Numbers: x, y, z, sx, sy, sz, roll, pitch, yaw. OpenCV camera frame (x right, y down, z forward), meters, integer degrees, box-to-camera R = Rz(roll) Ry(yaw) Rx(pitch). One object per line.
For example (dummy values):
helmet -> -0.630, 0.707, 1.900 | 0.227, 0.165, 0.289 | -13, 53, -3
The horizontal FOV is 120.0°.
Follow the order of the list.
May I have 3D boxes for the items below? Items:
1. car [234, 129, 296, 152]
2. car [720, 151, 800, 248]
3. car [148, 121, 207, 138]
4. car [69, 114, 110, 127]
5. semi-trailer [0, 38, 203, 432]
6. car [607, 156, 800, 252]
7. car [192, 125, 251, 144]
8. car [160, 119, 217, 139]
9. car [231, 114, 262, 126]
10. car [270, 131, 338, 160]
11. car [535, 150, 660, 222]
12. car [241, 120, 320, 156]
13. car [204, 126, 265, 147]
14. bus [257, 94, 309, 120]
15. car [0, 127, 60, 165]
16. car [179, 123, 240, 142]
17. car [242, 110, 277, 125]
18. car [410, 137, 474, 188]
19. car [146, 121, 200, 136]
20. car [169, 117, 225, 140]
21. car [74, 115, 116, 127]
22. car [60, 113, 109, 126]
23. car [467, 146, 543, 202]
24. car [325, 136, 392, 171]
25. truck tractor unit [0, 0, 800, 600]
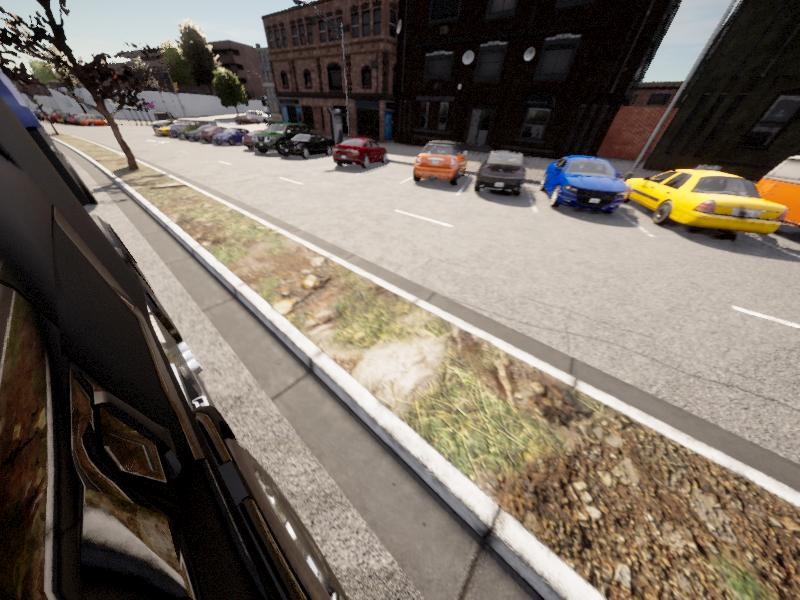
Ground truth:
car -> -11.827, -14.335, 20.715 | 2.002, 1.452, 4.674 | 12, 37, 13
car -> 11.447, -2.277, 5.641 | 1.878, 1.987, 4.442 | 15, 38, 15
car -> -28.825, -22.338, 30.260 | 1.946, 1.575, 5.366 | 11, 37, 11
car -> -65.403, -37.933, 48.781 | 1.878, 1.987, 4.442 | 8, 37, 7
semi-trailer -> -8.757, -3.562, 4.172 | 14.254, 4.402, 2.717 | 27, 44, 29
car -> 9.251, -3.511, 7.526 | 1.946, 1.575, 5.366 | 14, 38, 15
car -> -19.030, -17.845, 24.948 | 2.002, 1.452, 4.674 | 12, 37, 12
car -> -26.307, -21.431, 29.004 | 2.185, 1.767, 4.553 | 11, 37, 11
car -> -30.680, -36.096, 46.297 | 4.674, 1.452, 2.002 | 8, 43, 7
car -> -7.068, -11.987, 17.814 | 2.097, 1.535, 5.008 | 13, 38, 13
car -> 6.907, -4.653, 8.905 | 2.097, 1.535, 5.008 | 14, 38, 14
car -> -9.434, -13.366, 19.084 | 2.435, 2.045, 5.566 | 13, 38, 13
car -> -16.611, -16.684, 23.551 | 2.002, 1.452, 4.674 | 12, 37, 12
bus -> -28.165, -47.222, 56.366 | 3.944, 4.253, 10.273 | 22, 47, 21
car -> -20.350, -8.231, 12.232 | 4.181, 1.385, 1.994 | 26, 43, 28
car -> -21.442, -19.034, 26.320 | 2.231, 1.521, 4.892 | 12, 37, 11
car -> -29.122, -38.059, 48.032 | 5.566, 2.045, 2.435 | 8, 43, 7
car -> 2.277, -7.212, 11.819 | 2.185, 1.767, 4.553 | 14, 38, 14
car -> -31.102, -23.601, 31.870 | 2.163, 1.488, 4.792 | 11, 37, 11
car -> -23.898, -20.292, 27.466 | 1.878, 1.987, 4.442 | 12, 37, 11
car -> -62.812, -36.899, 47.736 | 2.185, 1.767, 4.553 | 8, 37, 7
car -> -67.978, -38.997, 49.994 | 2.435, 2.045, 5.566 | 8, 37, 7
car -> 4.591, -5.882, 10.401 | 2.231, 1.521, 4.892 | 14, 38, 15
car -> -2.377, -9.569, 14.881 | 2.097, 1.535, 5.008 | 13, 38, 14
truck tractor unit -> -2.645, -0.295, 0.351 | 6.516, 4.208, 3.053 | 28, 44, 30
